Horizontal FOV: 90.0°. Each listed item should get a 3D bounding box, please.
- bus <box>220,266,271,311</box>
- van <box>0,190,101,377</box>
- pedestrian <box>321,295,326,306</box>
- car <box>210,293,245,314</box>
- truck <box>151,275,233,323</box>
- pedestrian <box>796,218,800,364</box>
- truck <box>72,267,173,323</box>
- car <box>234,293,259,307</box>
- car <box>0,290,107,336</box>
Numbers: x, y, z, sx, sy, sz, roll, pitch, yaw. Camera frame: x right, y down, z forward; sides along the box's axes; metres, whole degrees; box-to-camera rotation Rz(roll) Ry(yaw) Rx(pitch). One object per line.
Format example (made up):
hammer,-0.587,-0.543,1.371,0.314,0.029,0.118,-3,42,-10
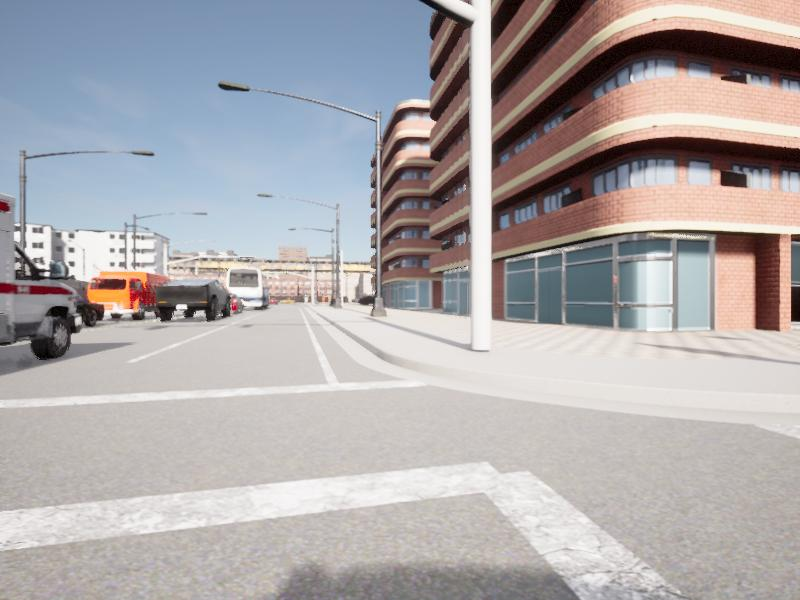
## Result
bus,-16.372,-1.093,43.226,3.944,4.253,10.273,0,1,-15
van,-6.228,-0.214,4.332,2.351,2.431,6.366,0,0,-12
pedestrian,-13.171,0.026,69.073,0.751,1.860,0.751,0,0,-14
car,-12.742,0.253,29.771,1.845,1.501,3.633,0,0,-15
truck,-10.415,-0.038,20.686,2.390,2.098,6.274,0,0,-14
pedestrian,5.317,-0.117,4.727,0.751,1.860,0.751,0,0,30
truck,-13.996,-0.220,20.691,2.627,2.467,5.204,0,0,-14
car,-24.268,-0.006,63.187,2.150,2.045,5.566,0,0,-37
car,-12.155,0.362,13.622,1.895,1.301,4.718,0,0,-15
